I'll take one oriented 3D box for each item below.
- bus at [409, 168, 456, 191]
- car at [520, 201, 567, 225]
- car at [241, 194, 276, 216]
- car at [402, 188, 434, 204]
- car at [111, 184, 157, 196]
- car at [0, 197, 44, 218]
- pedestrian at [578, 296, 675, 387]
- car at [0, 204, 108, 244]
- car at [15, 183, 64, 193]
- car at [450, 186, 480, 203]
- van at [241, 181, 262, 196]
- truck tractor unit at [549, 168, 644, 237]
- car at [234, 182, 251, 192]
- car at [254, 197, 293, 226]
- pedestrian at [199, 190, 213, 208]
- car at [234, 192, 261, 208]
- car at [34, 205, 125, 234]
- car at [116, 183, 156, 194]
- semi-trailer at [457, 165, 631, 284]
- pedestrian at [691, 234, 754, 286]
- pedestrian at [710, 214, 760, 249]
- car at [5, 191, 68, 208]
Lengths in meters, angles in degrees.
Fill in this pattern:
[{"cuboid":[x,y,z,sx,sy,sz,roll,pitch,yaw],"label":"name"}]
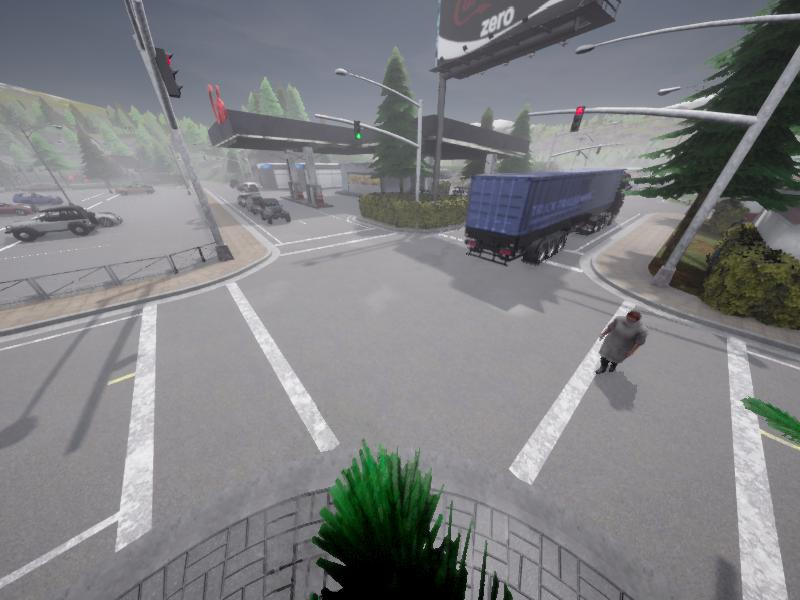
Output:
[{"cuboid":[7.012,-27.528,52.423,3.944,4.253,10.273,-22,37,-33],"label":"bus"},{"cuboid":[13.323,-8.082,21.356,4.674,1.442,1.812,-22,36,-34],"label":"car"},{"cuboid":[-15.972,-10.737,25.967,2.033,1.649,4.856,-22,37,-33],"label":"car"},{"cuboid":[2.620,-15.713,34.677,2.242,1.667,4.611,-23,37,-34],"label":"car"},{"cuboid":[-47.482,-19.774,41.410,5.027,1.636,2.152,-23,37,-34],"label":"car"},{"cuboid":[-39.420,-8.945,22.590,4.514,1.523,2.007,-23,37,-34],"label":"car"},{"cuboid":[5.099,0.972,5.329,0.751,1.860,0.751,-13,32,-21],"label":"pedestrian"},{"cuboid":[-23.841,-5.383,15.979,3.866,1.878,1.905,-23,37,-34],"label":"car"},{"cuboid":[-72.631,-22.601,46.665,4.792,1.488,2.163,-23,37,-34],"label":"car"},{"cuboid":[9.747,-16.005,34.849,1.905,1.878,3.866,-23,37,-34],"label":"car"},{"cuboid":[-27.455,-20.634,42.700,2.069,2.038,4.480,-22,37,-33],"label":"van"},{"cuboid":[15.354,-7.921,18.110,6.516,4.208,3.053,-23,37,-33],"label":"truck tractor unit"},{"cuboid":[-33.636,-24.163,49.322,2.007,1.525,4.514,-22,37,-33],"label":"car"},{"cuboid":[-11.869,-8.361,21.588,1.905,1.878,3.866,-22,37,-33],"label":"car"},{"cuboid":[-23.589,-12.295,28.079,0.751,1.860,0.751,-23,37,-34],"label":"pedestrian"},{"cuboid":[-19.994,-13.111,30.230,1.970,1.475,3.806,-22,37,-33],"label":"car"},{"cuboid":[-25.501,-6.610,18.671,3.806,1.475,1.970,-23,37,-34],"label":"car"},{"cuboid":[-49.532,-20.953,43.472,4.514,1.523,2.007,-23,37,-34],"label":"car"},{"cuboid":[9.255,-5.442,13.700,14.254,4.402,2.717,-23,37,-33],"label":"semi-trailer"},{"cuboid":[13.235,-1.639,9.538,0.751,1.860,0.751,-18,35,-28],"label":"pedestrian"},{"cuboid":[20.151,-4.143,13.959,0.751,1.860,0.751,8,31,13],"label":"pedestrian"},{"cuboid":[-45.788,-12.777,29.270,3.633,1.501,1.845,-23,37,-34],"label":"car"}]
